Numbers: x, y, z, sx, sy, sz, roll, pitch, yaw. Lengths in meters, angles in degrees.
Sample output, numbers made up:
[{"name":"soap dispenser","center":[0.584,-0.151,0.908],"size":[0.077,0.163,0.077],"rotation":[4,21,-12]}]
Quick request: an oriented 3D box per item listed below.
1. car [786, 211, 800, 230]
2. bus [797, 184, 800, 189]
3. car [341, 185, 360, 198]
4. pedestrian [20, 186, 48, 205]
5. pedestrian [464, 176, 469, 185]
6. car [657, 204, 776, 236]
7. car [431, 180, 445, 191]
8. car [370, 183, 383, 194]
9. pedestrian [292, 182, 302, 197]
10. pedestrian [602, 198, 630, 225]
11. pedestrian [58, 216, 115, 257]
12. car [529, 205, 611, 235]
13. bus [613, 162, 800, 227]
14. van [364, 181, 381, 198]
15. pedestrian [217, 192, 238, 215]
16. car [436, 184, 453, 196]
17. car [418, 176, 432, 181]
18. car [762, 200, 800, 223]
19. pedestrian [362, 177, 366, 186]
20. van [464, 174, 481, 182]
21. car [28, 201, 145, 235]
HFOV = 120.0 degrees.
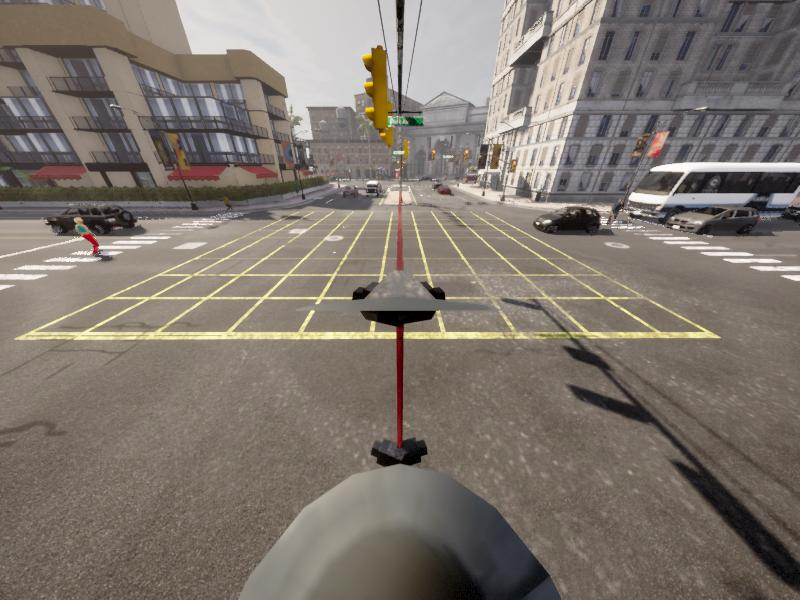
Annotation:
[{"name":"car","center":[31.823,-5.695,16.228],"size":[5.238,1.638,1.930],"rotation":[0,30,0]},{"name":"bus","center":[87.392,-23.312,44.122],"size":[3.944,4.253,10.273],"rotation":[-10,31,-17]},{"name":"car","center":[-7.682,-17.137,36.245],"size":[1.812,1.442,4.674],"rotation":[0,30,0]},{"name":"pedestrian","center":[-42.369,-12.125,26.794],"size":[0.751,1.860,0.751],"rotation":[-1,30,-2]},{"name":"pedestrian","center":[15.816,-28.351,54.898],"size":[0.751,1.860,0.751],"rotation":[-5,30,-9]},{"name":"car","center":[21.745,-5.637,16.097],"size":[4.611,1.667,2.242],"rotation":[-1,30,-2]},{"name":"car","center":[7.345,-22.377,45.123],"size":[1.930,1.638,5.238],"rotation":[0,30,0]},{"name":"car","center":[-4.167,-20.061,41.308],"size":[1.812,1.442,4.674],"rotation":[0,30,0]},{"name":"pedestrian","center":[-14.892,-15.947,33.414],"size":[0.751,1.860,0.751],"rotation":[0,30,0]},{"name":"pedestrian","center":[16.822,-6.901,18.050],"size":[0.751,1.860,0.751],"rotation":[4,30,7]},{"name":"pedestrian","center":[-15.668,-3.180,11.605],"size":[0.751,1.860,0.751],"rotation":[4,30,7]},{"name":"car","center":[11.645,-5.606,16.109],"size":[3.988,1.617,1.851],"rotation":[-1,30,-2]},{"name":"bus","center":[24.706,-8.508,18.492],"size":[10.273,4.253,3.944],"rotation":[0,30,0]},{"name":"van","center":[-4.179,-17.084,35.556],"size":[2.069,2.038,4.480],"rotation":[0,30,0]},{"name":"pedestrian","center":[-16.337,-9.145,21.937],"size":[0.751,1.860,0.751],"rotation":[8,31,14]},{"name":"car","center":[7.319,-18.404,38.514],"size":[1.994,1.385,4.181],"rotation":[1,30,1]},{"name":"car","center":[7.855,-38.147,72.603],"size":[4.193,1.474,1.816],"rotation":[0,30,1]},{"name":"car","center":[33.883,-7.398,19.289],"size":[3.633,1.501,1.845],"rotation":[0,30,0]},{"name":"pedestrian","center":[-8.367,-27.612,53.922],"size":[0.751,1.860,0.751],"rotation":[2,30,3]},{"name":"van","center":[22.736,-38.309,72.318],"size":[4.480,2.038,2.069],"rotation":[0,30,1]},{"name":"car","center":[-21.341,-5.683,15.972],"size":[4.605,1.855,1.932],"rotation":[1,30,1]}]
